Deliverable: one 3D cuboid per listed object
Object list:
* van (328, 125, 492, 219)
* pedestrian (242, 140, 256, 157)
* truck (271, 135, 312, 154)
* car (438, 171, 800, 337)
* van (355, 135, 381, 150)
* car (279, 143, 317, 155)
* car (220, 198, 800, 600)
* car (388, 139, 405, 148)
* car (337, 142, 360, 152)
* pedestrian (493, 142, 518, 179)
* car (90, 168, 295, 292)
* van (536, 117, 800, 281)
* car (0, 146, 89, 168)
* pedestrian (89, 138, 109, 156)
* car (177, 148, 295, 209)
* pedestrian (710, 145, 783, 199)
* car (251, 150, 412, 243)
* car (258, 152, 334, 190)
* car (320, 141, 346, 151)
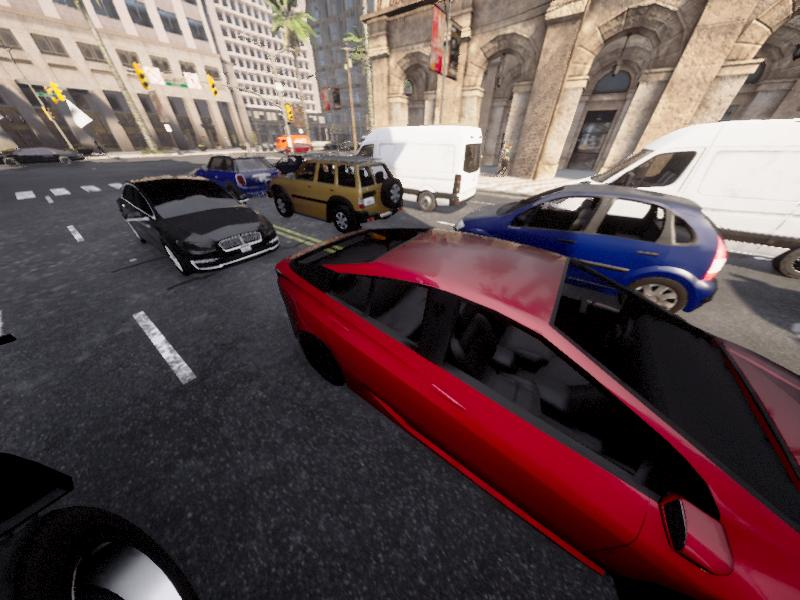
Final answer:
[{"bbox_3d":[0.103,-5.291,9.224,5.915,2.561,1.988,22,41,28],"label":"van"},{"bbox_3d":[-20.232,-20.283,30.902,0.751,1.860,0.751,21,40,27],"label":"pedestrian"},{"bbox_3d":[-17.894,-25.875,38.369,2.627,2.467,5.204,22,41,28],"label":"truck"},{"bbox_3d":[2.994,-1.252,4.319,3.988,1.617,1.851,22,41,28],"label":"car"},{"bbox_3d":[-6.993,-34.706,50.886,1.988,2.561,5.915,22,41,28],"label":"van"},{"bbox_3d":[-15.833,-23.656,36.093,2.163,1.488,4.792,23,41,28],"label":"car"},{"bbox_3d":[0.827,0.358,2.089,4.514,1.525,2.007,22,41,28],"label":"car"},{"bbox_3d":[-0.944,-42.352,62.472,2.185,1.767,4.553,22,41,28],"label":"car"},{"bbox_3d":[-9.555,-28.713,43.320,1.970,1.475,3.806,22,41,28],"label":"car"},{"bbox_3d":[6.393,-8.465,14.056,0.751,1.860,0.751,-29,44,-35],"label":"pedestrian"},{"bbox_3d":[-4.928,-2.011,5.437,4.892,1.490,1.837,23,41,28],"label":"car"},{"bbox_3d":[6.953,-2.479,5.280,5.915,2.561,1.988,22,41,28],"label":"van"},{"bbox_3d":[-33.131,-13.162,21.149,2.033,1.411,5.357,22,41,28],"label":"car"},{"bbox_3d":[-37.426,-19.017,28.718,0.751,1.860,0.751,26,43,32],"label":"pedestrian"},{"bbox_3d":[-7.084,-5.446,10.036,4.553,1.767,2.097,22,41,28],"label":"car"},{"bbox_3d":[14.436,-5.367,9.716,0.751,1.860,0.751,24,41,29],"label":"pedestrian"},{"bbox_3d":[-2.127,-3.464,7.187,4.605,1.855,1.932,22,41,28],"label":"car"},{"bbox_3d":[-5.765,-7.268,12.861,3.633,1.501,1.845,23,41,28],"label":"car"},{"bbox_3d":[-13.738,-31.988,47.938,2.163,1.488,4.792,22,41,28],"label":"car"}]
